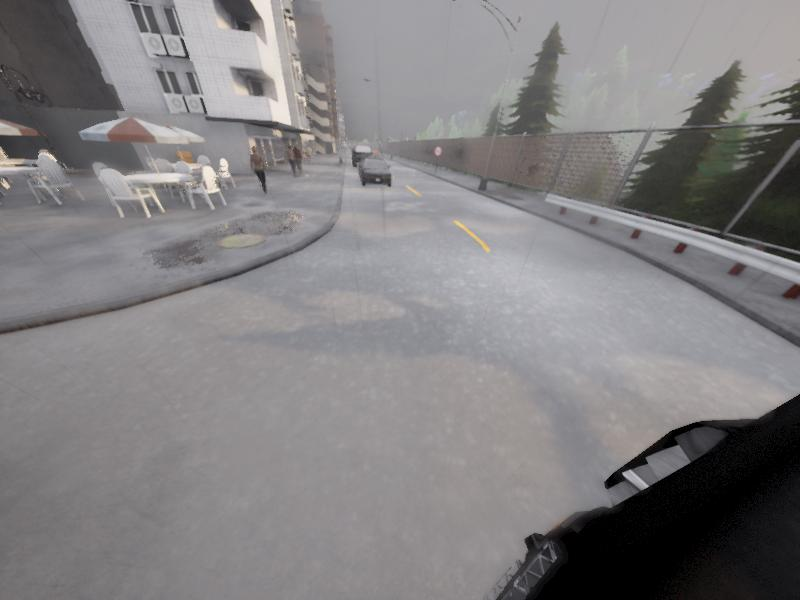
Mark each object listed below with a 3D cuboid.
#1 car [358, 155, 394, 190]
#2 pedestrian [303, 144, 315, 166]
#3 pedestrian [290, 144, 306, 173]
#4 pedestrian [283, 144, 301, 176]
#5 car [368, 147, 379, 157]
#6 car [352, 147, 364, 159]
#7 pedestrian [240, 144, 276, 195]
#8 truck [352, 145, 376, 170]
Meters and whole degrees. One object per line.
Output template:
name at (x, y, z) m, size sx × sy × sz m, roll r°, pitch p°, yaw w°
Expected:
car at (-1.726, -8.614, 15.400) m, size 1.882 × 1.535 × 5.008 m, roll -4°, pitch 34°, yaw -10°
pedestrian at (-9.450, -15.118, 24.052) m, size 0.751 × 1.860 × 0.751 m, roll -13°, pitch 37°, yaw -23°
pedestrian at (-7.985, -11.115, 18.143) m, size 0.751 × 1.860 × 0.751 m, roll -9°, pitch 36°, yaw -18°
pedestrian at (-7.460, -9.642, 15.968) m, size 0.751 × 1.860 × 0.751 m, roll -10°, pitch 36°, yaw -19°
car at (-6.134, -34.356, 53.563) m, size 2.097 × 1.767 × 4.553 m, roll -4°, pitch 34°, yaw -10°
car at (-8.004, -27.764, 43.631) m, size 1.930 × 1.638 × 5.238 m, roll -4°, pitch 34°, yaw -10°
pedestrian at (-6.124, -5.652, 10.071) m, size 0.751 × 1.860 × 0.751 m, roll -7°, pitch 35°, yaw -14°
truck at (-4.296, -16.703, 26.863) m, size 2.390 × 2.098 × 6.274 m, roll -4°, pitch 34°, yaw -10°
